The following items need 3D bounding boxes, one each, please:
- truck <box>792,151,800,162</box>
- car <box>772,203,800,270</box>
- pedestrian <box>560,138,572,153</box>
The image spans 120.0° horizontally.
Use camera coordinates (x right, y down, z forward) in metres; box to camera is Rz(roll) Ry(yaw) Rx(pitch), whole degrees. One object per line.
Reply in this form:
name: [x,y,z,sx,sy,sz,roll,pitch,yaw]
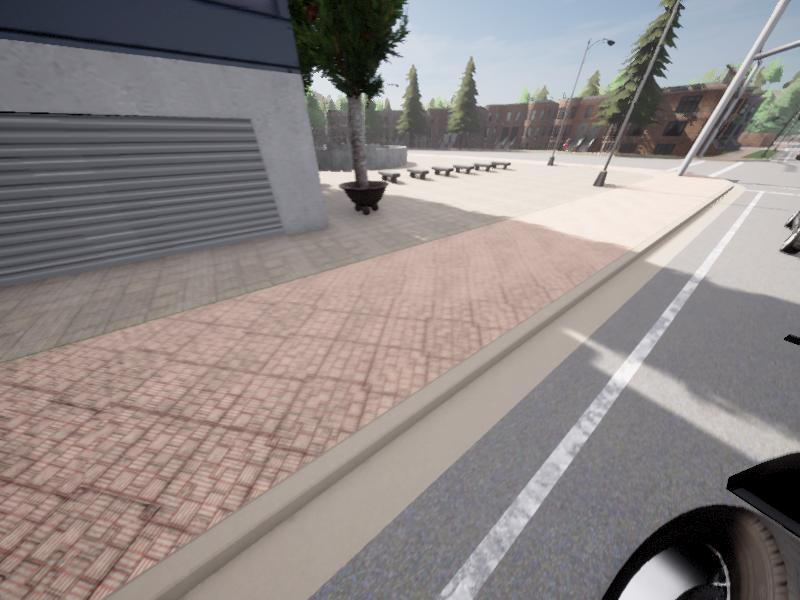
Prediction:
truck: [43.483,-15.601,23.514,5.204,2.467,2.627,-22,41,-28]
car: [10.681,-1.880,5.062,5.238,1.638,1.930,-22,41,-28]
pedestrian: [25.309,-23.602,35.191,0.751,1.860,0.751,-24,42,-30]
